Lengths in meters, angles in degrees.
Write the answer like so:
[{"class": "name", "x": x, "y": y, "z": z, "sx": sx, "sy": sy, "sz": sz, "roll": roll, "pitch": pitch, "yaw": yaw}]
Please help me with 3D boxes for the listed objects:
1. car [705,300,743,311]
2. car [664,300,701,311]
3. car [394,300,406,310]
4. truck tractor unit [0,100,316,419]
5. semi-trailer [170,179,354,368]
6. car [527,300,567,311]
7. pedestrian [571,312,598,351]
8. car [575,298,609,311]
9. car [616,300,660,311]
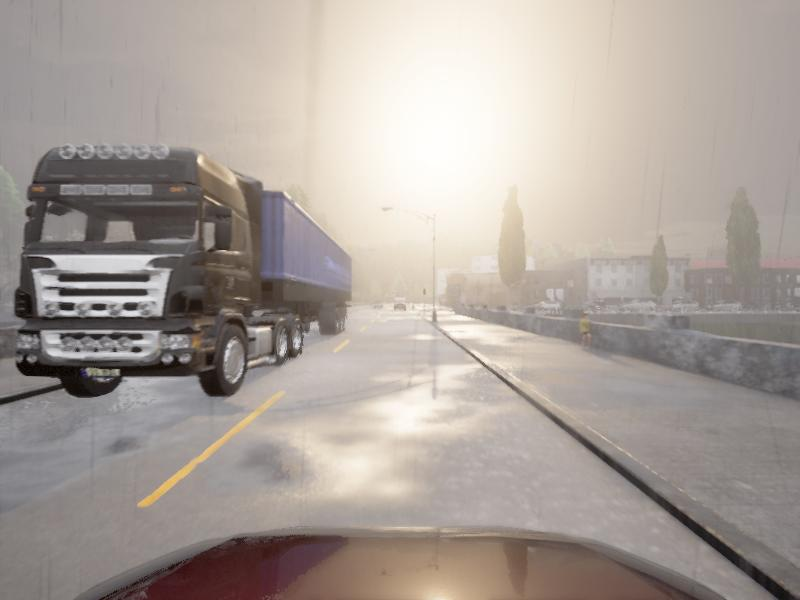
[{"class": "car", "x": 46.167, "y": 0.773, "z": 57.073, "sx": 3.988, "sy": 1.617, "sz": 1.851, "roll": 0, "pitch": 0, "yaw": 0}, {"class": "car", "x": 40.228, "y": 0.773, "z": 57.071, "sx": 3.988, "sy": 1.617, "sz": 1.851, "roll": 0, "pitch": 0, "yaw": 0}, {"class": "car", "x": -0.005, "y": 0.807, "z": 67.304, "sx": 2.038, "sy": 1.542, "sz": 4.974, "roll": 0, "pitch": 0, "yaw": 0}, {"class": "truck tractor unit", "x": -3.997, "y": -0.524, "z": 8.540, "sx": 3.053, "sy": 4.208, "sz": 6.516, "roll": 0, "pitch": 0, "yaw": 0}, {"class": "semi-trailer", "x": -4.028, "y": -0.623, "z": 16.455, "sx": 2.717, "sy": 4.402, "sz": 14.254, "roll": 0, "pitch": 0, "yaw": 0}, {"class": "car", "x": 20.847, "y": 0.811, "z": 57.016, "sx": 4.974, "sy": 1.542, "sz": 2.038, "roll": 0, "pitch": 0, "yaw": 0}, {"class": "pedestrian", "x": 5.402, "y": 0.910, "z": 11.724, "sx": 0.500, "sy": 1.100, "sz": 0.500, "roll": 0, "pitch": 0, "yaw": -11}, {"class": "car", "x": 27.345, "y": 0.631, "z": 57.046, "sx": 3.866, "sy": 1.878, "sz": 1.905, "roll": 0, "pitch": 0, "yaw": 0}, {"class": "car", "x": 33.837, "y": 0.766, "z": 57.056, "sx": 5.027, "sy": 1.651, "sz": 2.152, "roll": 0, "pitch": 0, "yaw": 0}]
